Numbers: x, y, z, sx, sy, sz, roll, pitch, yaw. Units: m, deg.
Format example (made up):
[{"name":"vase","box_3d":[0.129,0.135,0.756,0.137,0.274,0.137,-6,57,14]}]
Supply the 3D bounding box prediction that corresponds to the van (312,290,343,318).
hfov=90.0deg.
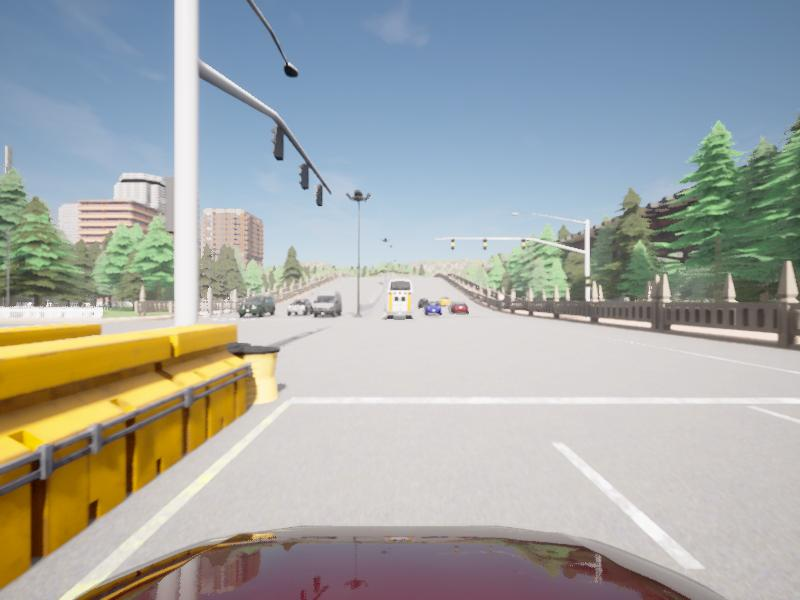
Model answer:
[{"name":"van","box_3d":[-6.967,0.376,39.057,1.988,2.561,5.915,0,0,0]}]

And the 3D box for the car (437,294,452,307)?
[{"name":"car","box_3d":[7.120,-0.006,64.465,1.801,1.575,5.366,0,5,0]}]

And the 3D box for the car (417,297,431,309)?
[{"name":"car","box_3d":[3.591,0.403,59.805,1.816,1.474,4.193,0,4,0]}]

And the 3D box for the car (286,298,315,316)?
[{"name":"car","box_3d":[-10.458,0.709,42.256,1.932,1.855,4.605,0,0,0]}]

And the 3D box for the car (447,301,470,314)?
[{"name":"car","box_3d":[7.049,0.873,48.550,2.163,1.488,4.792,0,1,0]}]

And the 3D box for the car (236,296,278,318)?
[{"name":"car","box_3d":[-13.964,0.626,39.474,2.150,2.045,5.566,0,0,0]}]

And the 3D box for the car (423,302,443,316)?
[{"name":"car","box_3d":[3.542,0.911,43.861,1.816,1.474,4.193,0,0,0]}]

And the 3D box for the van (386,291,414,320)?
[{"name":"van","box_3d":[0.005,0.430,37.009,2.351,2.431,6.366,0,0,0]}]

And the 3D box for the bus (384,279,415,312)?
[{"name":"bus","box_3d":[-0.046,-0.818,56.882,3.944,4.253,10.273,0,3,0]}]
